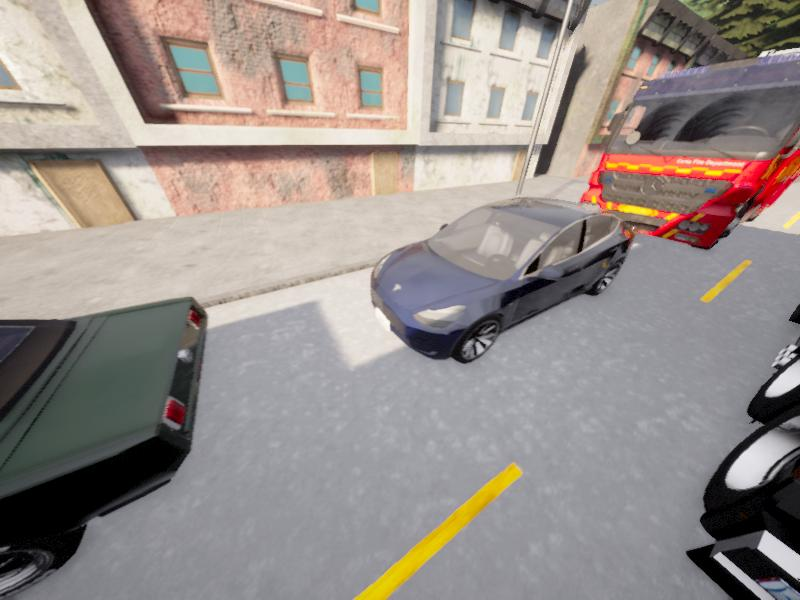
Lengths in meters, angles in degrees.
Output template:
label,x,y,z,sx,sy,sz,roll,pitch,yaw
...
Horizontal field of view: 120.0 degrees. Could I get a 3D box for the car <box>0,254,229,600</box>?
label,x,y,z,sx,sy,sz,roll,pitch,yaw
car,-3.881,1.195,1.120,4.718,1.301,1.895,-18,39,-25

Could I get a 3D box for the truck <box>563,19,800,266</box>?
label,x,y,z,sx,sy,sz,roll,pitch,yaw
truck,9.450,-4.255,6.846,8.468,3.827,2.891,-18,39,-25

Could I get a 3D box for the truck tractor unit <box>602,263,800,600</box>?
label,x,y,z,sx,sy,sz,roll,pitch,yaw
truck tractor unit,5.108,-0.304,0.782,6.516,4.208,3.053,-18,39,-24

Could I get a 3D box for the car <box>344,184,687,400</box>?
label,x,y,z,sx,sy,sz,roll,pitch,yaw
car,1.847,-0.754,3.805,4.792,1.488,2.163,-18,39,-24
